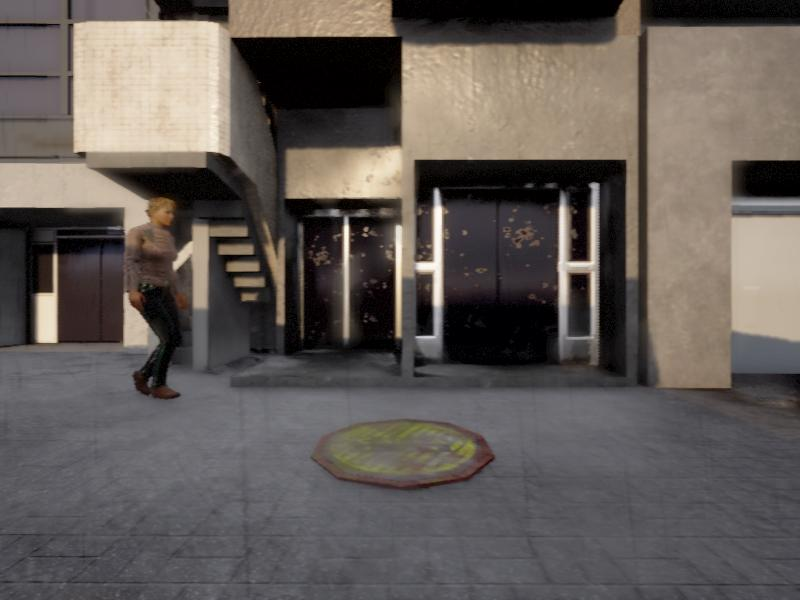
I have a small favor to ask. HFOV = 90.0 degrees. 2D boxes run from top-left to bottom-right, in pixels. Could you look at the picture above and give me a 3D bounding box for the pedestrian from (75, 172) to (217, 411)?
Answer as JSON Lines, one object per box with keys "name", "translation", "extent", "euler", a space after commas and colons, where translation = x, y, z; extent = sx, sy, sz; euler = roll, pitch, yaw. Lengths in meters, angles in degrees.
{"name": "pedestrian", "translation": [-2.192, -0.067, 3.543], "extent": [0.751, 1.860, 0.751], "euler": [0, 0, 10]}
